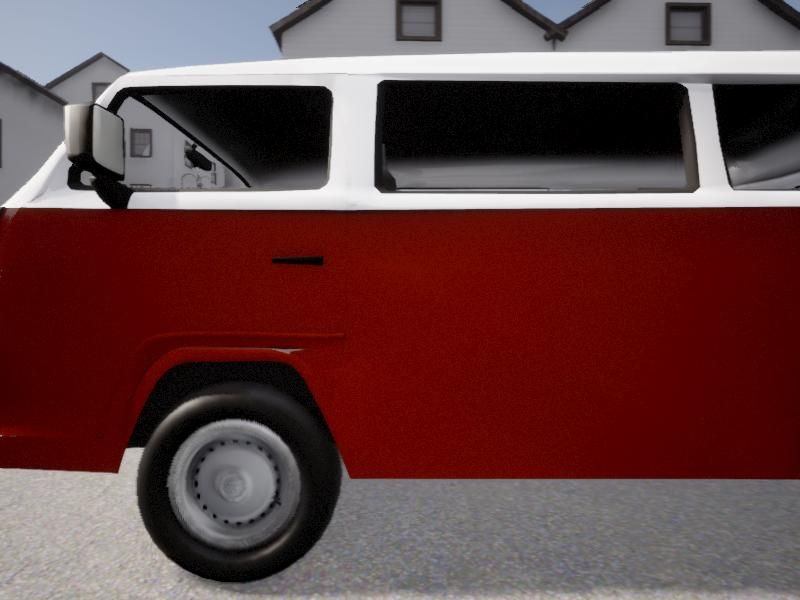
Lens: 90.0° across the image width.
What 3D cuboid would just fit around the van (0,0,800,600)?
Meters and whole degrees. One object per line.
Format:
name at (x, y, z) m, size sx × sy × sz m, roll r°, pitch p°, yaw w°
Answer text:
van at (0.596, -0.029, 2.198) m, size 4.480 × 2.038 × 2.069 m, roll 0°, pitch 0°, yaw 0°
